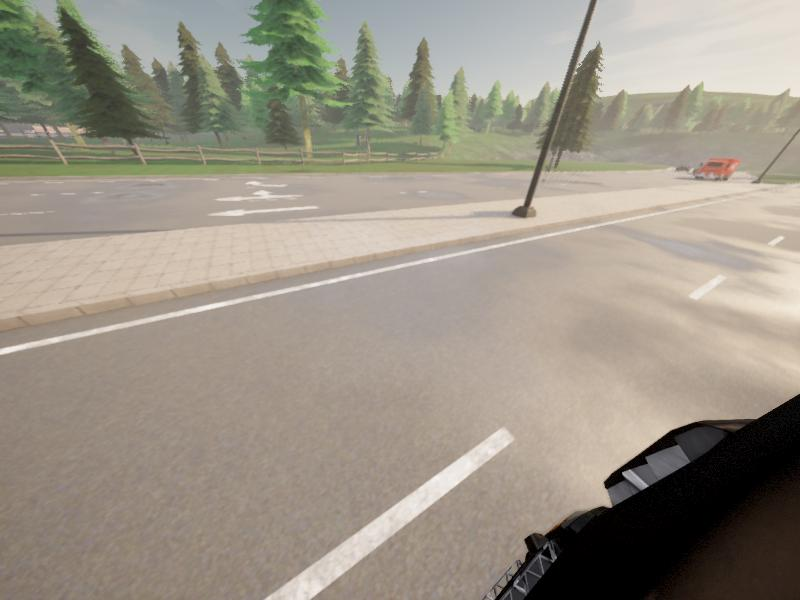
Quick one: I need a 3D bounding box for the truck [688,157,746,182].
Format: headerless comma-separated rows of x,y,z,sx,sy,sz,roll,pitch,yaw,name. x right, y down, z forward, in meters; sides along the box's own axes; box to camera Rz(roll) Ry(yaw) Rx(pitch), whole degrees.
40.561,-16.725,29.580,5.204,2.467,2.627,-15,38,-25,truck
